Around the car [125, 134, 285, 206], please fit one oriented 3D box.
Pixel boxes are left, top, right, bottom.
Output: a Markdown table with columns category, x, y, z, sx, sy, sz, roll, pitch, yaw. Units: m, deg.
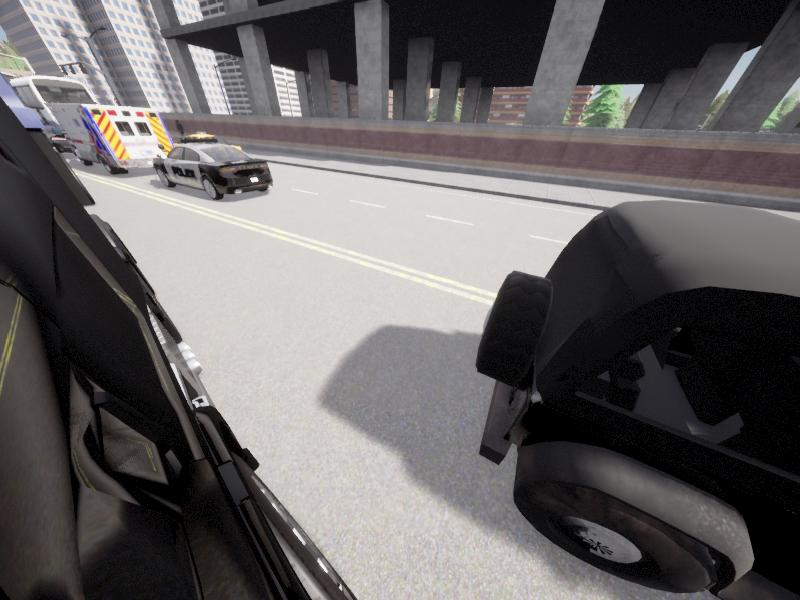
| category | x | y | z | sx | sy | sz | roll | pitch | yaw |
| --- | --- | --- | --- | --- | --- | --- | --- | --- | --- |
| car | -7.058 | -4.937 | 8.436 | 5.238 | 1.638 | 1.930 | 20 | 40 | 21 |

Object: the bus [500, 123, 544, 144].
| category | x | y | z | sx | sy | sz | roll | pitch | yaw |
| --- | --- | --- | --- | --- | --- | --- | --- | --- | --- |
| bus | 35.119 | -48.136 | 66.728 | 10.273 | 4.253 | 3.944 | 20 | 40 | 22 |

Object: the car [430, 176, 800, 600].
| category | x | y | z | sx | sy | sz | roll | pitch | yaw |
| --- | --- | --- | --- | --- | --- | --- | --- | --- | --- |
| car | 2.425 | 0.735 | 1.235 | 3.866 | 1.878 | 1.905 | 20 | 40 | 21 |

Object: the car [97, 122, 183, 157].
| category | x | y | z | sx | sy | sz | roll | pitch | yaw |
| --- | --- | --- | --- | --- | --- | --- | --- | --- | --- |
| car | -18.194 | -11.310 | 16.239 | 4.611 | 1.667 | 2.242 | 20 | 40 | 21 |

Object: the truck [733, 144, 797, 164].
| category | x | y | z | sx | sy | sz | roll | pitch | yaw |
| --- | --- | --- | --- | --- | --- | --- | --- | --- | --- |
| truck | 54.262 | -21.977 | 34.641 | 2.390 | 2.098 | 6.274 | 20 | 40 | 22 |

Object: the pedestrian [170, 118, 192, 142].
| category | x | y | z | sx | sy | sz | roll | pitch | yaw |
| --- | --- | --- | --- | --- | --- | --- | --- | --- | --- |
| pedestrian | -22.080 | -17.112 | 23.302 | 0.751 | 1.860 | 0.751 | 18 | 39 | 19 |

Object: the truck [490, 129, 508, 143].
| category | x | y | z | sx | sy | sz | roll | pitch | yaw |
| --- | --- | --- | --- | --- | --- | --- | --- | --- | --- |
| truck | 23.508 | -38.791 | 54.718 | 2.615 | 2.467 | 5.204 | 20 | 40 | 21 |

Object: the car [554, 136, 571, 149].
| category | x | y | z | sx | sy | sz | roll | pitch | yaw |
| --- | --- | --- | --- | --- | --- | --- | --- | --- | --- |
| car | 29.371 | -28.523 | 41.781 | 1.905 | 1.878 | 3.866 | 20 | 40 | 21 |

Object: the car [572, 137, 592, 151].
| category | x | y | z | sx | sy | sz | roll | pitch | yaw |
| --- | --- | --- | --- | --- | --- | --- | --- | --- | --- |
| car | 31.947 | -27.598 | 40.706 | 1.905 | 1.878 | 3.866 | 20 | 40 | 21 |

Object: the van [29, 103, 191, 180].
| category | x | y | z | sx | sy | sz | roll | pitch | yaw |
| --- | --- | --- | --- | --- | --- | --- | --- | --- | --- |
| van | -13.524 | -7.567 | 10.890 | 6.366 | 2.431 | 2.351 | 20 | 40 | 21 |

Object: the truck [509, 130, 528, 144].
| category | x | y | z | sx | sy | sz | roll | pitch | yaw |
| --- | --- | --- | --- | --- | --- | --- | --- | --- | --- |
| truck | 27.284 | -37.436 | 53.142 | 2.615 | 2.467 | 5.204 | 20 | 40 | 21 |

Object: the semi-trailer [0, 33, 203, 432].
| category | x | y | z | sx | sy | sz | roll | pitch | yaw |
| --- | --- | --- | --- | --- | --- | --- | --- | --- | --- |
| semi-trailer | -8.776 | -3.551 | 4.151 | 14.254 | 4.402 | 2.717 | 27 | 43 | 29 |

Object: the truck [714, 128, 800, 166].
| category | x | y | z | sx | sy | sz | roll | pitch | yaw |
| --- | --- | --- | --- | --- | --- | --- | --- | --- | --- |
| truck | 48.826 | -21.140 | 31.737 | 2.891 | 3.827 | 8.468 | 20 | 40 | 21 |

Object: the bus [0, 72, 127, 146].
| category | x | y | z | sx | sy | sz | roll | pitch | yaw |
| --- | --- | --- | --- | --- | --- | --- | --- | --- | --- |
| bus | -30.546 | -16.798 | 20.645 | 10.273 | 4.253 | 3.944 | 21 | 41 | 23 |

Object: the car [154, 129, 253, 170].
| category | x | y | z | sx | sy | sz | roll | pitch | yaw |
| --- | --- | --- | --- | --- | --- | --- | --- | --- | --- |
| car | -11.396 | -8.847 | 13.446 | 5.366 | 1.575 | 1.801 | 20 | 40 | 21 |

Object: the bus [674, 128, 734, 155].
| category | x | y | z | sx | sy | sz | roll | pitch | yaw |
| --- | --- | --- | --- | --- | --- | --- | --- | --- | --- |
| bus | 66.681 | -34.744 | 50.715 | 10.273 | 4.253 | 3.944 | -14 | 40 | -22 |

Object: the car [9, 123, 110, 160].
| category | x | y | z | sx | sy | sz | roll | pitch | yaw |
| --- | --- | --- | --- | --- | --- | --- | --- | --- | --- |
| car | -20.856 | -9.809 | 14.194 | 4.902 | 1.511 | 2.128 | 20 | 40 | 21 |

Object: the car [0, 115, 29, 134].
| category | x | y | z | sx | sy | sz | roll | pitch | yaw |
| --- | --- | --- | --- | --- | --- | --- | --- | --- | --- |
| car | -43.556 | -18.170 | 23.839 | 1.930 | 1.638 | 5.238 | 19 | 40 | 21 |

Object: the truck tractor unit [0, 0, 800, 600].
| category | x | y | z | sx | sy | sz | roll | pitch | yaw |
| --- | --- | --- | --- | --- | --- | --- | --- | --- | --- |
| truck tractor unit | -2.645 | -0.295 | 0.351 | 6.516 | 4.208 | 3.053 | 28 | 44 | 30 |

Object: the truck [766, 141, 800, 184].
| category | x | y | z | sx | sy | sz | roll | pitch | yaw |
| --- | --- | --- | --- | --- | --- | --- | --- | --- | --- |
| truck | 30.283 | -9.471 | 16.079 | 2.627 | 2.467 | 5.204 | 20 | 40 | 21 |
